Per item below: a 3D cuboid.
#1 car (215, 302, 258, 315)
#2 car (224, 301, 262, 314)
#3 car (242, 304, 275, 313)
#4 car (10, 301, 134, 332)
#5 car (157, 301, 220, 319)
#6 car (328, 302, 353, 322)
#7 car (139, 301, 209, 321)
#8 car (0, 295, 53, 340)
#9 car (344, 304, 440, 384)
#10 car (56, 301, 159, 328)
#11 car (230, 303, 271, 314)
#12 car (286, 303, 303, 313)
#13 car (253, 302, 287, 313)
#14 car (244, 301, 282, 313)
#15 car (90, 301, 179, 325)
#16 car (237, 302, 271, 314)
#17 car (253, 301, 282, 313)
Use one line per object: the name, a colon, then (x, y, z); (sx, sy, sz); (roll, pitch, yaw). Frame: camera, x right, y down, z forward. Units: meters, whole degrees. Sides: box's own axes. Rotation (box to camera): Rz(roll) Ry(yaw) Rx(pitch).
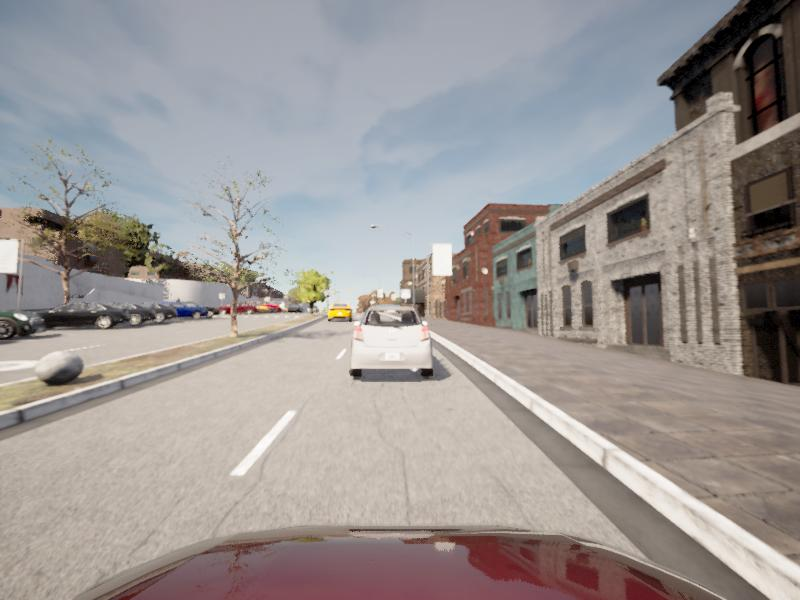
car: (-21.046, 1.091, 51.636); (5.008, 1.535, 2.097); (0, -1, -27)
car: (-21.425, 1.018, 54.581); (4.553, 1.767, 2.185); (0, -1, -27)
car: (-22.420, 1.377, 63.457); (4.674, 1.452, 2.002); (0, -2, -27)
car: (-17.827, 0.852, 22.150); (4.892, 1.521, 2.231); (0, 0, -24)
car: (-19.353, 0.915, 36.861); (5.008, 1.535, 2.097); (0, -1, -26)
car: (-5.007, 0.959, 34.038); (1.882, 1.535, 5.008); (0, 0, -6)
car: (-19.018, 0.897, 33.918); (5.008, 1.535, 2.097); (0, -1, -26)
car: (-17.434, 0.713, 16.251); (4.553, 1.767, 2.185); (-1, 0, -23)
car: (-0.211, 0.855, 9.502); (1.845, 1.501, 3.633); (0, 0, -2)
car: (-18.084, 0.861, 25.095); (4.892, 1.521, 2.231); (0, 0, -25)
car: (-21.572, 1.199, 57.637); (5.366, 1.575, 1.946); (0, -1, -27)
car: (-17.823, 1.421, 67.870); (1.930, 1.638, 5.238); (0, -2, -7)
car: (-23.466, 1.334, 72.317); (5.566, 2.045, 2.435); (0, -2, -27)
car: (-22.737, 1.164, 66.439); (5.566, 2.045, 2.435); (0, -2, -27)
car: (-18.367, 0.872, 28.041); (4.892, 1.521, 2.231); (0, 0, -25)
car: (-22.105, 1.142, 60.493); (4.553, 1.767, 2.185); (0, -1, -27)
car: (-22.999, 1.272, 69.430); (4.442, 1.987, 1.878); (0, -2, -27)
